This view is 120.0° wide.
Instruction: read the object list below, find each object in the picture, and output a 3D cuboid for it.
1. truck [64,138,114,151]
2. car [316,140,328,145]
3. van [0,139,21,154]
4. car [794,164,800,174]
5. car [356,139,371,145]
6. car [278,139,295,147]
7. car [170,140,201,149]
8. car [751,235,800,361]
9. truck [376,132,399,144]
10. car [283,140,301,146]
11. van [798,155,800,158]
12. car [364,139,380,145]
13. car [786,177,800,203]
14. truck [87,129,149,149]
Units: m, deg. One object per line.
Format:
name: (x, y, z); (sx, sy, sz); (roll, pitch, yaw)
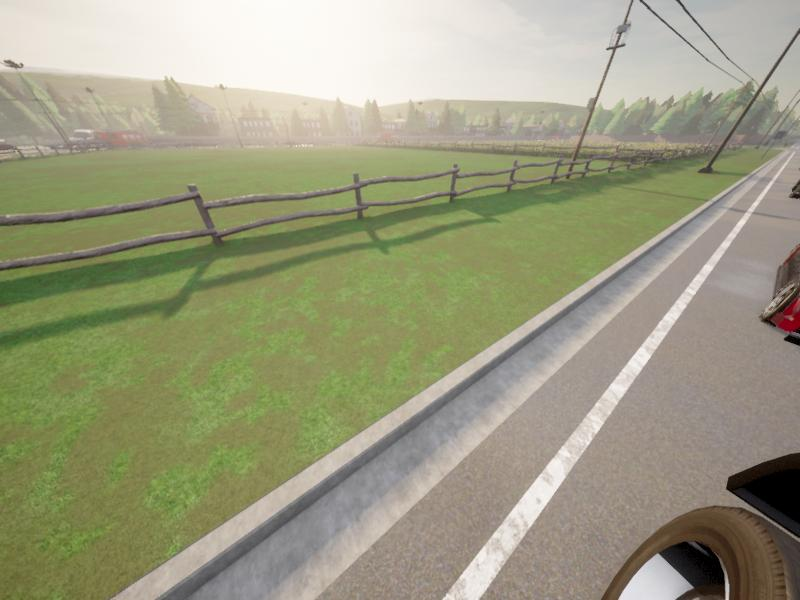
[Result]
truck: (-69.319, -34.815, 51.614); (2.390, 2.098, 6.274); (24, 42, 30)
car: (-28.033, -56.609, 82.798); (3.633, 1.501, 1.845); (-22, 41, -28)
van: (-68.017, -25.625, 38.658); (2.069, 2.038, 4.480); (-10, 36, -14)
car: (31.780, -10.266, 17.057); (4.792, 1.488, 2.163); (-22, 41, -28)
car: (-13.220, -57.609, 84.193); (5.008, 1.535, 1.882); (-22, 41, -28)
car: (-32.529, -45.123, 66.289); (3.866, 1.878, 1.905); (-22, 41, -28)
car: (-53.659, -39.037, 57.942); (5.238, 1.638, 1.930); (-22, 41, -28)
car: (7.000, -0.221, 3.016); (4.181, 1.385, 1.994); (-22, 41, -28)
truck: (-4.676, -61.966, 88.343); (8.468, 3.827, 2.891); (-22, 41, -28)
car: (-35.004, -51.133, 75.147); (4.792, 1.488, 2.163); (-22, 41, -28)
van: (52.370, -18.964, 28.484); (6.366, 2.431, 2.351); (-22, 41, -28)
car: (-10.128, -56.394, 82.457); (5.366, 1.575, 1.801); (-22, 41, -28)
car: (19.133, -5.219, 9.832); (5.027, 1.651, 2.152); (-22, 41, -28)
truck: (-68.008, -39.097, 56.174); (8.468, 3.827, 2.891); (-25, 42, -30)
